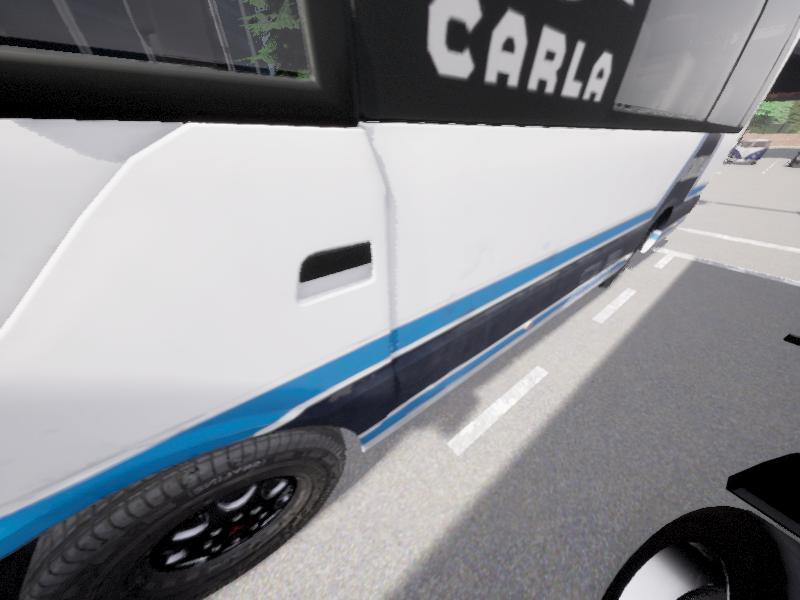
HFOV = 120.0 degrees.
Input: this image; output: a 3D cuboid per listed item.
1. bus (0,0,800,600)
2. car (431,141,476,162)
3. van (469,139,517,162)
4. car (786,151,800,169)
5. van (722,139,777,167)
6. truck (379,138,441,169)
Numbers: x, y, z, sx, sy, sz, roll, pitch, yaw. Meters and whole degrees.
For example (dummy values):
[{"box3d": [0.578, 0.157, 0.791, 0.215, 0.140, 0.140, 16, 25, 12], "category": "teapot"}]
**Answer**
[{"box3d": [1.198, -1.866, 2.857, 10.273, 4.253, 3.944, -22, 41, -28], "category": "bus"}, {"box3d": [5.764, -16.505, 25.614, 2.097, 1.767, 4.553, -22, 41, -28], "category": "car"}, {"box3d": [10.111, -16.529, 25.448, 1.775, 1.987, 4.442, -22, 41, -28], "category": "van"}, {"box3d": [34.049, -11.705, 18.985, 4.674, 1.442, 1.812, -22, 41, -28], "category": "car"}, {"box3d": [32.007, -13.567, 21.171, 4.442, 1.987, 1.775, -22, 41, -28], "category": "van"}, {"box3d": [0.702, -13.740, 21.468, 2.390, 2.098, 6.274, -22, 41, -28], "category": "truck"}]
